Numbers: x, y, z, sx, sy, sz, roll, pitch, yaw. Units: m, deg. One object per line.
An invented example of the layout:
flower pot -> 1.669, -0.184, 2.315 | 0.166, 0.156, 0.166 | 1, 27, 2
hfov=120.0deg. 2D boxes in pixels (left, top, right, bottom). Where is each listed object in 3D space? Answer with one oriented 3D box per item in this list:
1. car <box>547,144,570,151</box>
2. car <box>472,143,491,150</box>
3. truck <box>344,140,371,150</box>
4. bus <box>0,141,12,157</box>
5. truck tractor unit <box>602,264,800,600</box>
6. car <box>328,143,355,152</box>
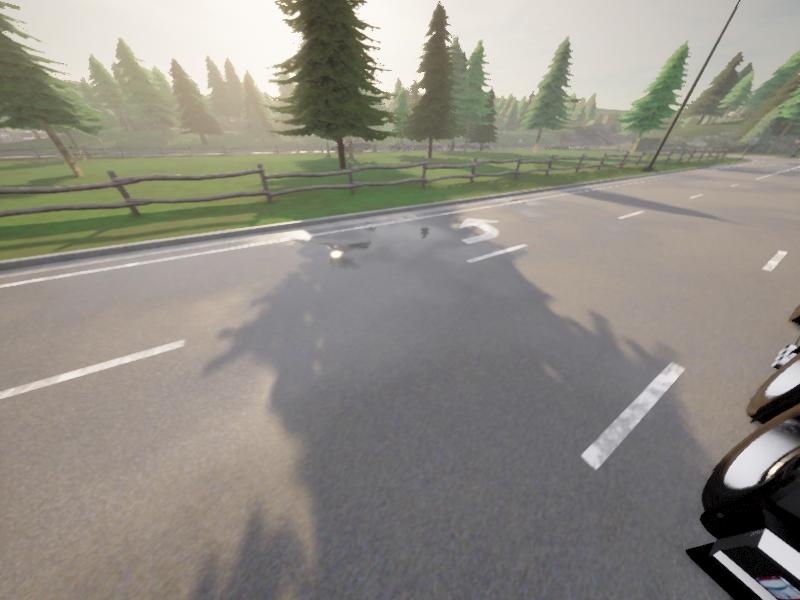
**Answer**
car -> 45.240, -43.576, 65.906 | 5.027, 1.651, 2.152 | 18, 38, 23
car -> 22.700, -42.825, 64.344 | 4.856, 1.649, 2.033 | -18, 39, -24
truck -> -10.645, -39.161, 58.361 | 6.274, 2.098, 2.390 | -18, 39, -24
bus -> -58.786, -19.818, 28.217 | 10.273, 4.253, 3.944 | -18, 39, -24
truck tractor unit -> 5.115, -0.295, 0.782 | 6.516, 4.208, 3.053 | -18, 39, -24
car -> -12.778, -33.677, 50.861 | 5.238, 1.638, 1.930 | -18, 39, -24
